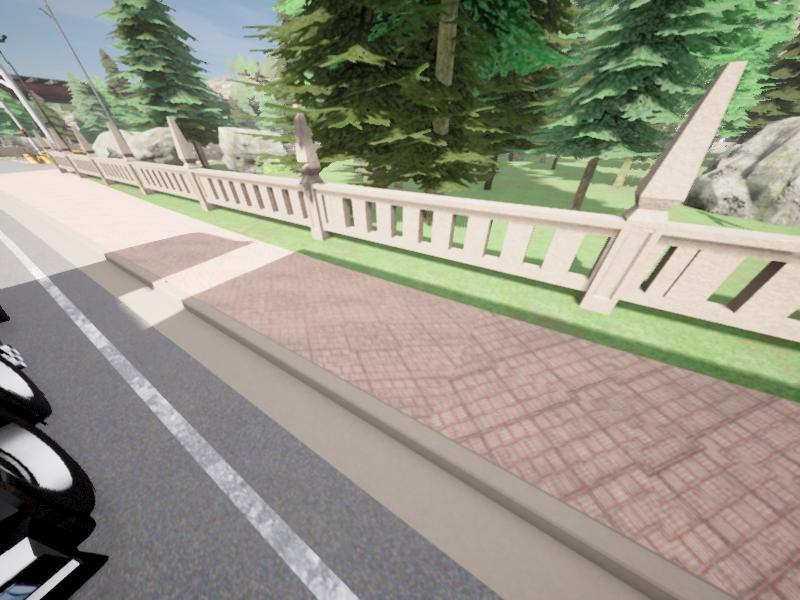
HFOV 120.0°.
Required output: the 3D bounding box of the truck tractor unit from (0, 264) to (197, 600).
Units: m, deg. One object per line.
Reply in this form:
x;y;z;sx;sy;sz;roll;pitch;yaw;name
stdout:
-5.108;-0.305;0.776;6.516;4.208;3.053;19;39;24;truck tractor unit
